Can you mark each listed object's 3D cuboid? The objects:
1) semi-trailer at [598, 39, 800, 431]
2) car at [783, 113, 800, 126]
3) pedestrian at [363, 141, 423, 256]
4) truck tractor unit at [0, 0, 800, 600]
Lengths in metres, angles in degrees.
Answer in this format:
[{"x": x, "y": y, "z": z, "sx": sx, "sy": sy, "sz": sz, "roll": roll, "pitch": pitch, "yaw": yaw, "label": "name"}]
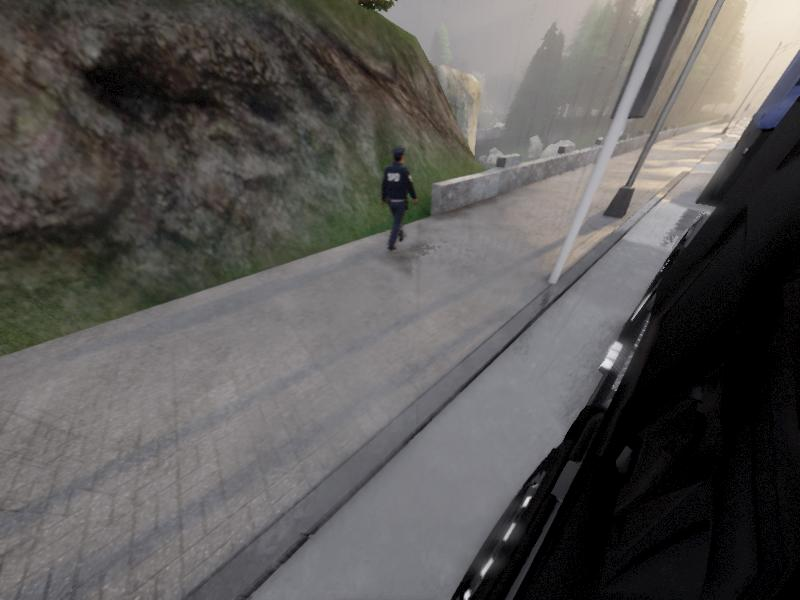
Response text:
[{"x": 8.684, "y": -3.614, "z": 4.244, "sx": 14.254, "sy": 4.402, "sz": 2.717, "roll": -28, "pitch": 44, "yaw": -30, "label": "semi-trailer"}, {"x": 66.527, "y": -30.203, "z": 38.537, "sx": 4.974, "sy": 1.542, "sz": 2.038, "roll": -28, "pitch": 44, "yaw": -30, "label": "car"}, {"x": -0.068, "y": -1.933, "z": 4.502, "sx": 0.751, "sy": 1.860, "sz": 0.751, "roll": 17, "pitch": 41, "yaw": 25, "label": "pedestrian"}, {"x": 2.645, "y": -0.295, "z": 0.351, "sx": 6.516, "sy": 4.208, "sz": 3.053, "roll": -28, "pitch": 44, "yaw": -30, "label": "truck tractor unit"}]
